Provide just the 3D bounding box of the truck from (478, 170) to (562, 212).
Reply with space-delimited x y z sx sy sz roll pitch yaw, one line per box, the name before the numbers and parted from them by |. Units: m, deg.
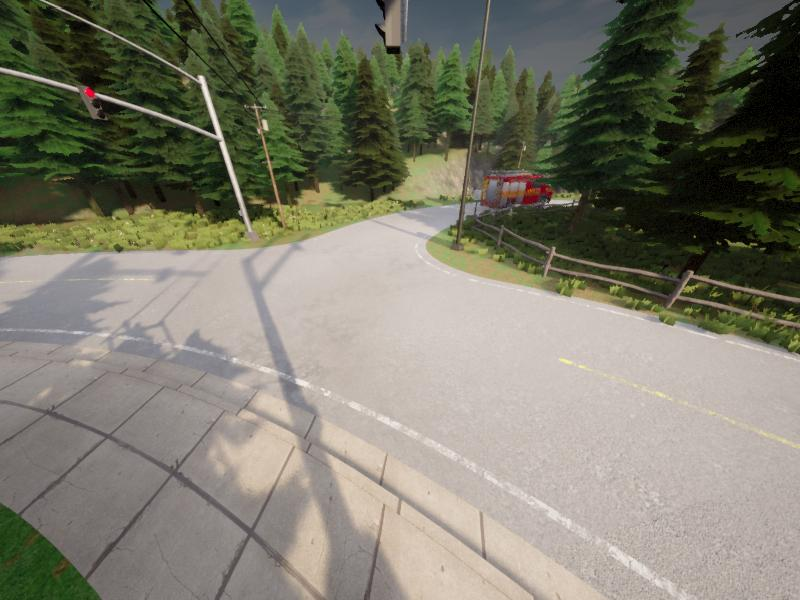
truck | 13.494 -12.485 26.164 8.468 3.827 2.891 -13 32 -21
